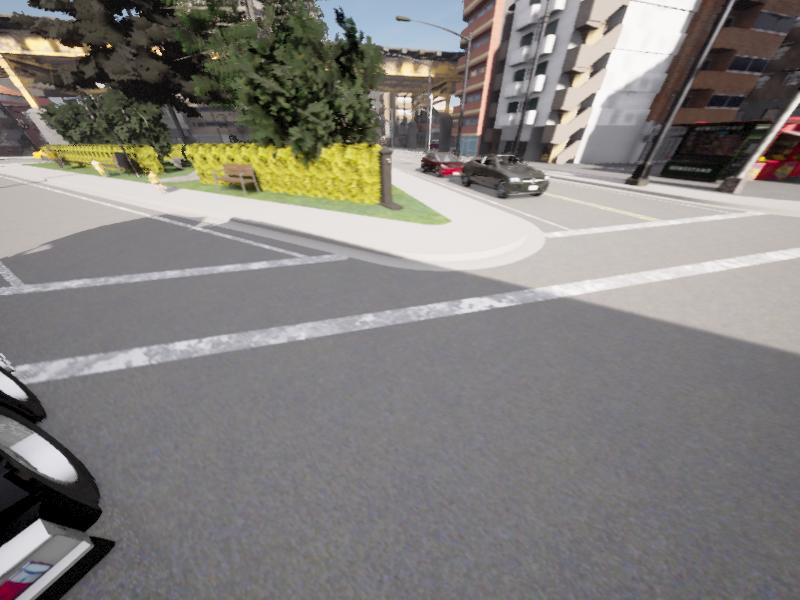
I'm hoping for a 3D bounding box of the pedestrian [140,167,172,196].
[{"bbox_3d":[-11.391,-5.539,10.804,0.500,1.100,0.500,20,40,26],"label":"pedestrian"}]

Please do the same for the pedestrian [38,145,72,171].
[{"bbox_3d":[-30.417,-12.516,20.379,0.751,1.860,0.751,17,39,23],"label":"pedestrian"}]

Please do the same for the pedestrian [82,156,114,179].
[{"bbox_3d":[-20.929,-9.231,16.043,0.751,1.300,0.751,20,40,27],"label":"pedestrian"}]

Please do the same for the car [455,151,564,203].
[{"bbox_3d":[5.002,-6.405,11.675,2.152,1.651,5.027,-10,36,-13],"label":"car"}]

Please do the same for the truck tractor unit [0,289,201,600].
[{"bbox_3d":[-5.153,-0.257,0.721,6.516,4.208,3.053,17,38,22],"label":"truck tractor unit"}]

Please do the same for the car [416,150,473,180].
[{"bbox_3d":[3.070,-10.152,17.182,2.163,1.488,4.792,-10,36,-13],"label":"car"}]
